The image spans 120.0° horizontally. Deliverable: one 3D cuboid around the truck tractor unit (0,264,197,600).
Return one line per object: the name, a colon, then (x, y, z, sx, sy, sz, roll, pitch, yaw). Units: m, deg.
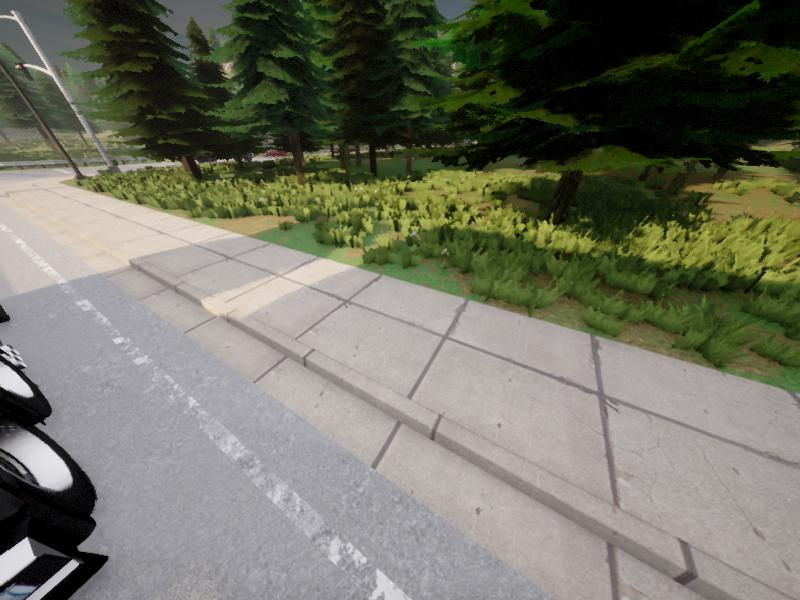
truck tractor unit: (-5.108, -0.305, 0.776, 6.516, 4.208, 3.053, 19, 39, 24)
